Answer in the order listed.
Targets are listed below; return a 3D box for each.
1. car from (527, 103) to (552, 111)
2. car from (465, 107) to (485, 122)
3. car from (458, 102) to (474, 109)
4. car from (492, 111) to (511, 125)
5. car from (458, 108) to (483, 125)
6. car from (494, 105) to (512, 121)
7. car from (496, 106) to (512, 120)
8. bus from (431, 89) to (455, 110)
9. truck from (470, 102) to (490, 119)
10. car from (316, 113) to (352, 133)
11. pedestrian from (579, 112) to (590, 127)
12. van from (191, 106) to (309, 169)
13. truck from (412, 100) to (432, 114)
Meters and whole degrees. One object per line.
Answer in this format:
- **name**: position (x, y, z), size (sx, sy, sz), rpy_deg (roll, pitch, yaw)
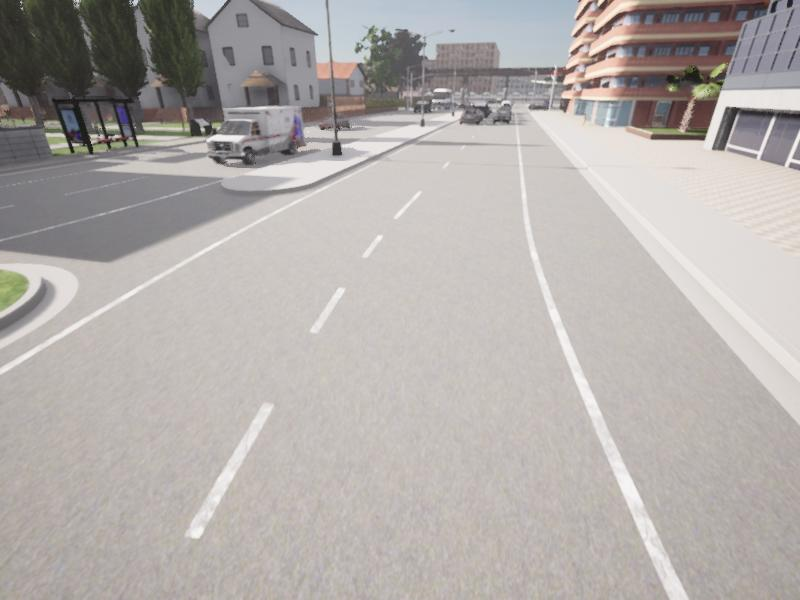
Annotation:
- **car**: position (30.359, -41.992, 87.022), size (4.902, 1.511, 2.128), rpy_deg (6, 28, 12)
- **car**: position (9.902, -24.319, 52.411), size (2.038, 1.542, 4.974), rpy_deg (7, 28, 13)
- **car**: position (15.769, -46.781, 96.317), size (1.812, 1.442, 4.674), rpy_deg (-9, 29, -17)
- **car**: position (12.057, -21.581, 47.335), size (1.895, 1.301, 4.718), rpy_deg (7, 28, 13)
- **car**: position (8.236, -21.372, 46.505), size (2.242, 1.667, 4.611), rpy_deg (7, 28, 12)
- **car**: position (13.745, -24.853, 53.174), size (2.097, 1.767, 4.553), rpy_deg (7, 28, 13)
- **car**: position (15.705, -28.192, 60.187), size (2.152, 1.651, 5.027), rpy_deg (7, 28, 13)
- **bus**: position (10.105, -47.104, 93.847), size (3.944, 4.253, 10.273), rpy_deg (7, 28, 13)
- **truck**: position (12.045, -28.444, 59.830), size (2.390, 2.098, 6.274), rpy_deg (7, 28, 13)
- **car**: position (-6.119, -16.794, 37.755), size (1.816, 1.474, 4.193), rpy_deg (7, 28, 13)
- **pedestrian**: position (18.769, -18.385, 40.685), size (0.751, 1.300, 0.751), rpy_deg (8, 28, 15)
- **van**: position (-7.299, -8.568, 20.668), size (2.351, 2.431, 6.366), rpy_deg (7, 28, 13)
- **truck**: position (4.167, -35.649, 73.858), size (2.390, 2.098, 6.274), rpy_deg (7, 28, 13)
